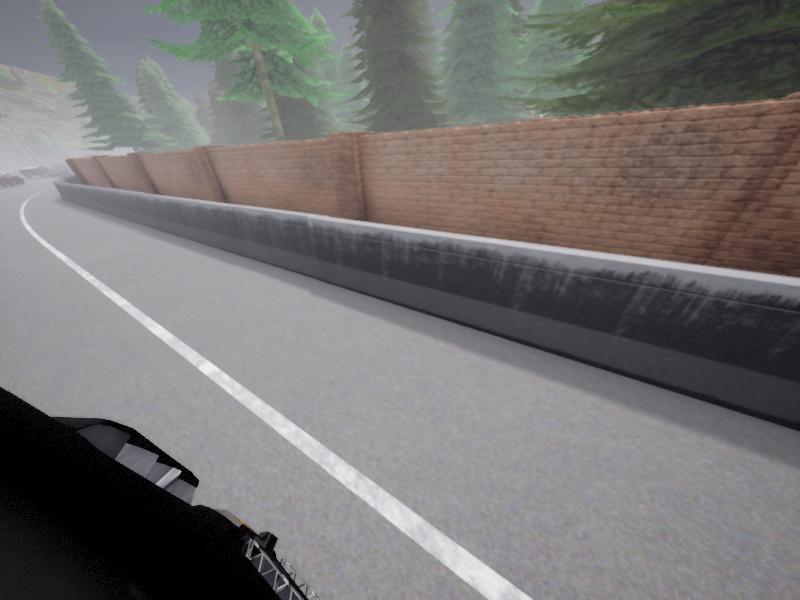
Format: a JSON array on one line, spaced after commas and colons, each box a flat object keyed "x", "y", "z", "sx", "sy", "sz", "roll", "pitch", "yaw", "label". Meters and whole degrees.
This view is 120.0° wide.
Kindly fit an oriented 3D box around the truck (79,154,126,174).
[{"x": -72.763, "y": -33.699, "z": 56.904, "sx": 2.891, "sy": 3.827, "sz": 8.468, "roll": -17, "pitch": 36, "yaw": -19, "label": "truck"}]

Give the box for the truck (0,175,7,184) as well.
[{"x": -65.317, "y": -18.793, "z": 35.505, "sx": 2.390, "sy": 2.098, "sz": 6.274, "roll": -23, "pitch": 39, "yaw": -28, "label": "truck"}]

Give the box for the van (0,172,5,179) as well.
[{"x": -91.801, "y": -27.530, "z": 50.447, "sx": 2.351, "sy": 2.431, "sz": 6.366, "roll": -18, "pitch": 36, "yaw": -21, "label": "van"}]

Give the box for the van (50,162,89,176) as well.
[{"x": -79.580, "y": -31.795, "z": 55.857, "sx": 2.351, "sy": 2.431, "sz": 6.366, "roll": -17, "pitch": 36, "yaw": -19, "label": "van"}]

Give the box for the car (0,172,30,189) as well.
[{"x": -51.498, "y": -15.631, "z": 30.156, "sx": 1.882, "sy": 1.535, "sz": 5.008, "roll": -27, "pitch": 41, "yaw": -31, "label": "car"}]

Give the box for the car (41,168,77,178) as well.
[{"x": -70.513, "y": -26.360, "z": 47.869, "sx": 2.128, "sy": 1.511, "sz": 4.902, "roll": -19, "pitch": 37, "yaw": -22, "label": "car"}]

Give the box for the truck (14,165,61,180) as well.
[{"x": -74.525, "y": -26.458, "z": 47.744, "sx": 2.390, "sy": 2.098, "sz": 6.274, "roll": -19, "pitch": 37, "yaw": -22, "label": "truck"}]
